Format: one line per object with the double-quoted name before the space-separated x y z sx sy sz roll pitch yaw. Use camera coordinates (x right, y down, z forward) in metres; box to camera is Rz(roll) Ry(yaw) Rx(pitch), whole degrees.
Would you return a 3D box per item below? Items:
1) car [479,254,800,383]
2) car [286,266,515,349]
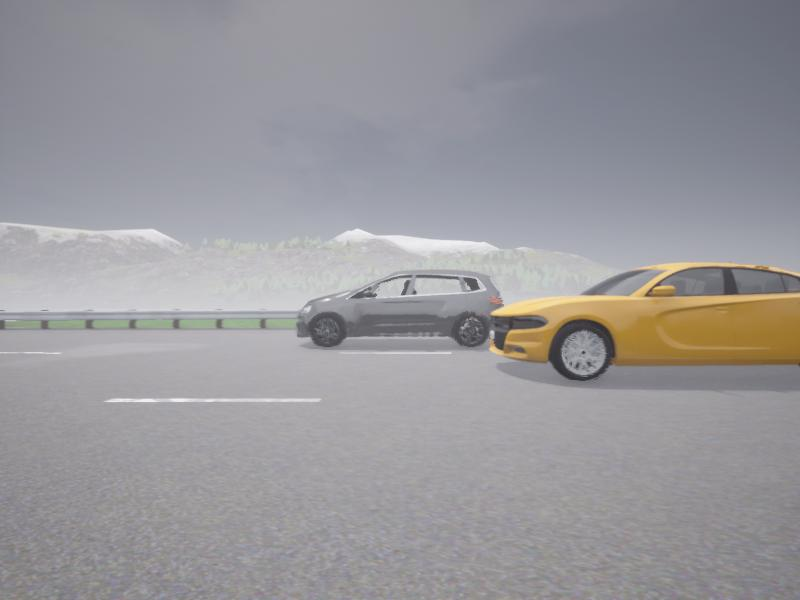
"car" 3.812 0.222 5.700 5.008 1.535 1.882 0 0 0
"car" 0.007 0.156 9.198 4.611 1.667 2.242 0 0 0
